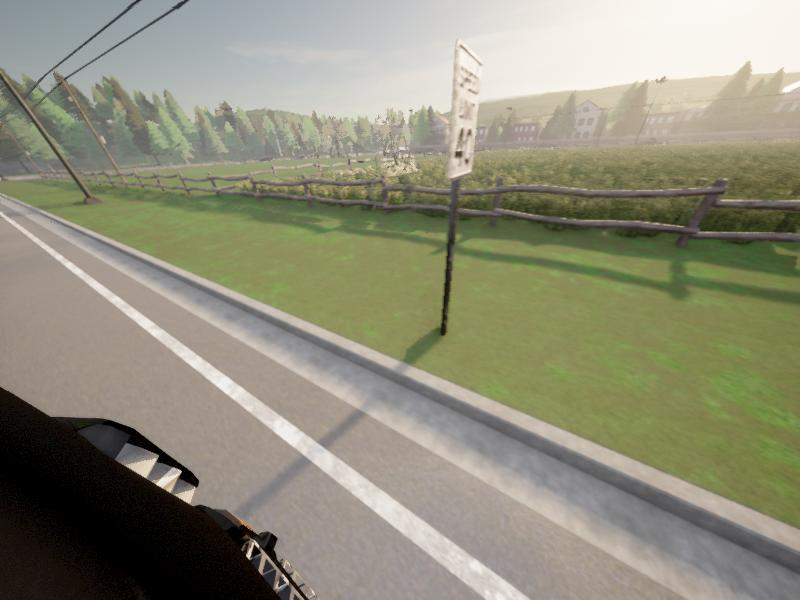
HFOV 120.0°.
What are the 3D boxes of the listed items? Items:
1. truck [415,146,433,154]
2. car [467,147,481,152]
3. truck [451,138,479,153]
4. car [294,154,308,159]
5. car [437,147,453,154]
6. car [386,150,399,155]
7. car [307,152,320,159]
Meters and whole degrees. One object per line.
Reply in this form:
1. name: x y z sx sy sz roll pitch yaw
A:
1. truck: 8.881 -55.042 84.880 6.274 2.098 2.390 16 38 26
2. car: 24.666 -50.185 77.012 4.193 1.474 1.816 16 38 26
3. truck: 22.683 -53.968 80.746 8.468 3.827 2.891 16 38 26
4. car: -39.405 -57.271 92.128 2.128 1.511 4.902 17 38 26
5. car: 14.609 -48.671 75.353 4.611 1.667 2.242 16 38 26
6. car: -3.099 -60.535 94.531 5.008 1.535 1.882 16 38 26
7. car: -33.286 -55.777 89.062 1.905 1.878 3.866 17 38 26
